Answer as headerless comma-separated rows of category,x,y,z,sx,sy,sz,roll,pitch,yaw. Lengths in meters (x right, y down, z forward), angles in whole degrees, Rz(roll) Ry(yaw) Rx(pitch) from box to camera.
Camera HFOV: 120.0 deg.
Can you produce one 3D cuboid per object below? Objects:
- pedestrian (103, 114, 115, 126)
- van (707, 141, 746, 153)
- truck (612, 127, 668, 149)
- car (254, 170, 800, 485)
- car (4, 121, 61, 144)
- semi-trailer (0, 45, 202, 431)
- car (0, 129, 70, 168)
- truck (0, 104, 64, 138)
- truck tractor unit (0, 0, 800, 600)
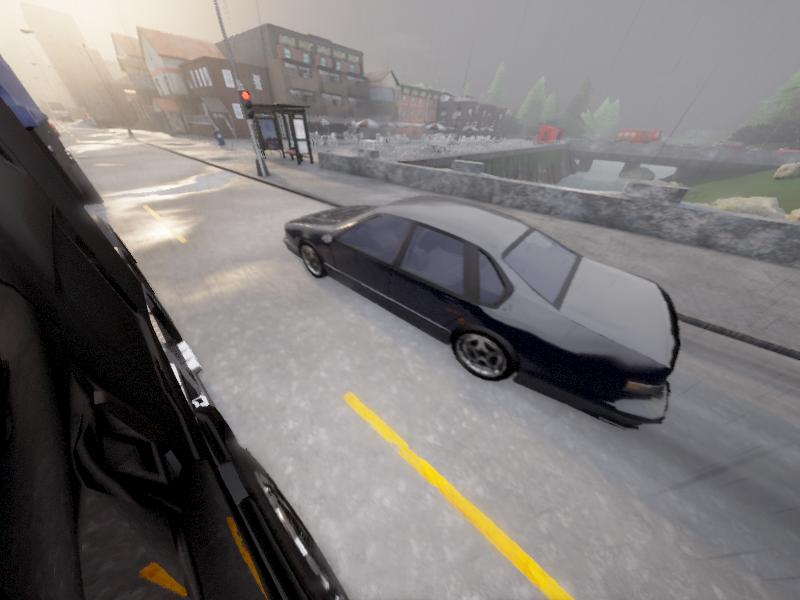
pedestrian,-58.185,-35.943,46.161,0.751,1.860,0.751,28,44,30
van,71.867,-33.844,50.998,4.442,1.987,1.775,28,44,30
truck,57.437,-39.150,55.668,8.468,3.827,2.891,28,44,30
car,0.389,-0.654,3.357,5.357,1.411,2.033,28,44,30
car,-30.565,-14.039,19.336,4.181,1.385,1.994,28,44,30
semi-trailer,-8.699,-3.603,4.229,14.254,4.402,2.717,28,44,30
car,-19.227,-7.955,11.985,4.718,1.301,1.895,28,44,30
truck,-36.987,-17.925,23.198,5.204,2.467,2.627,28,44,30
truck tractor unit,-2.645,-0.295,0.352,6.516,4.208,3.053,28,44,30
